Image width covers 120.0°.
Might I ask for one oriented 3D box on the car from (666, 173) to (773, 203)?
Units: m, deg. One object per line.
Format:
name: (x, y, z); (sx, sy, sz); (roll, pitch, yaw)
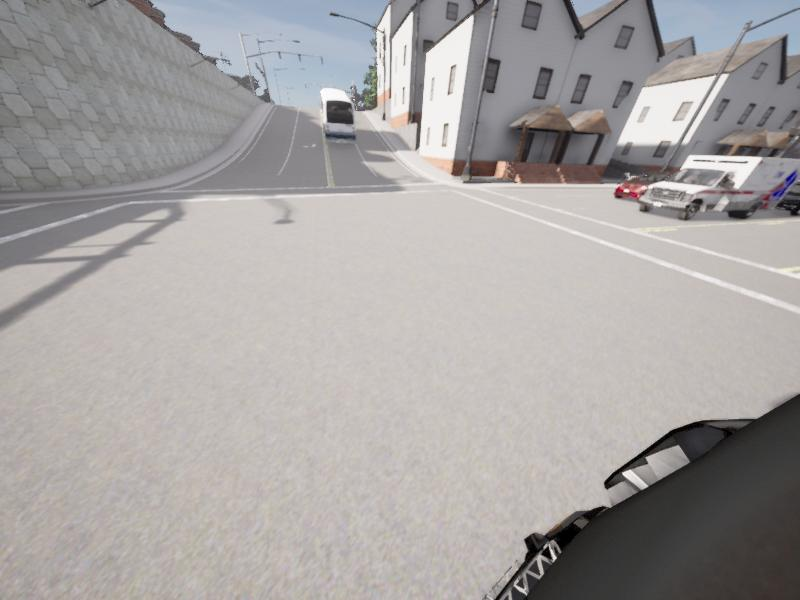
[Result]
car: (21.532, -7.627, 15.687); (4.902, 1.511, 2.128); (-7, 34, -14)

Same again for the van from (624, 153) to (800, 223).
van: (14.685, -5.243, 10.758); (6.366, 2.431, 2.351); (-7, 34, -14)

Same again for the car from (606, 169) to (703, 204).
car: (15.547, -6.990, 14.219); (3.988, 1.617, 1.851); (-7, 34, -14)

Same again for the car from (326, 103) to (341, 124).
car: (-10.230, -28.776, 35.578); (1.801, 1.575, 5.366); (-6, 47, -14)

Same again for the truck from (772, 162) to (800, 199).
truck: (36.591, -10.312, 18.699); (8.468, 3.827, 2.891); (-7, 34, -14)

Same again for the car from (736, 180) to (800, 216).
car: (22.110, -5.699, 12.812); (4.892, 1.490, 1.837); (-7, 34, -14)

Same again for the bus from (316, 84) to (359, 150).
bus: (-7.612, -22.051, 27.622); (3.944, 4.253, 10.273); (-7, 48, -14)

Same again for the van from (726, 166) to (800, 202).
van: (27.754, -8.559, 17.051); (4.480, 2.038, 2.069); (-6, 34, -14)
